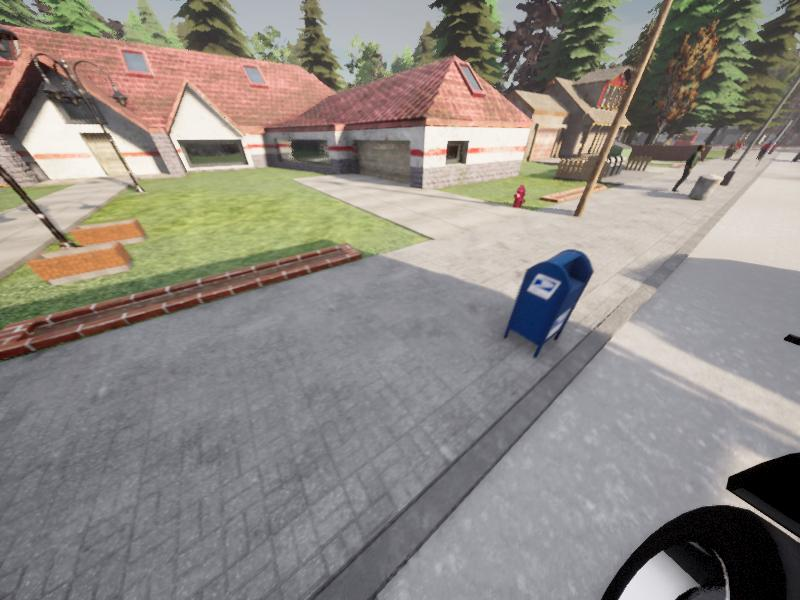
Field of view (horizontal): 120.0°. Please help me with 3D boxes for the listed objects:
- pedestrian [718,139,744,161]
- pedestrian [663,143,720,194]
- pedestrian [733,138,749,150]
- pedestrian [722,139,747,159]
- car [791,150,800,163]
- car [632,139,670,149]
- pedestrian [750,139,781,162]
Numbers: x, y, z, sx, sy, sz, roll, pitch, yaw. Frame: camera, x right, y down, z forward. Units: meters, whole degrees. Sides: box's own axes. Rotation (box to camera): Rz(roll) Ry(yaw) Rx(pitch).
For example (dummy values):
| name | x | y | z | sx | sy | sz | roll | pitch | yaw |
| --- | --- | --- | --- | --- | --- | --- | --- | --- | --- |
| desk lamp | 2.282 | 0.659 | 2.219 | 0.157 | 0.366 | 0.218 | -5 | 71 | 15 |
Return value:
| name | x | y | z | sx | sy | sz | roll | pitch | yaw |
| --- | --- | --- | --- | --- | --- | --- | --- | --- | --- |
| pedestrian | 34.459 | -15.653 | 24.071 | 0.751 | 1.860 | 0.751 | -22 | 41 | -28 |
| pedestrian | 12.856 | -5.832 | 10.273 | 0.751 | 1.860 | 0.751 | 26 | 43 | 32 |
| pedestrian | 60.682 | -27.779 | 41.113 | 0.751 | 1.860 | 0.751 | 26 | 43 | 32 |
| pedestrian | 36.687 | -16.572 | 25.360 | 0.751 | 1.860 | 0.751 | -22 | 41 | -28 |
| car | 41.852 | -14.811 | 23.387 | 4.193 | 1.474 | 1.816 | -23 | 41 | -28 |
| car | 55.415 | -34.499 | 51.110 | 2.152 | 1.651 | 5.027 | -23 | 41 | -28 |
| pedestrian | 35.878 | -14.699 | 22.709 | 0.751 | 1.860 | 0.751 | -19 | 39 | -24 |
